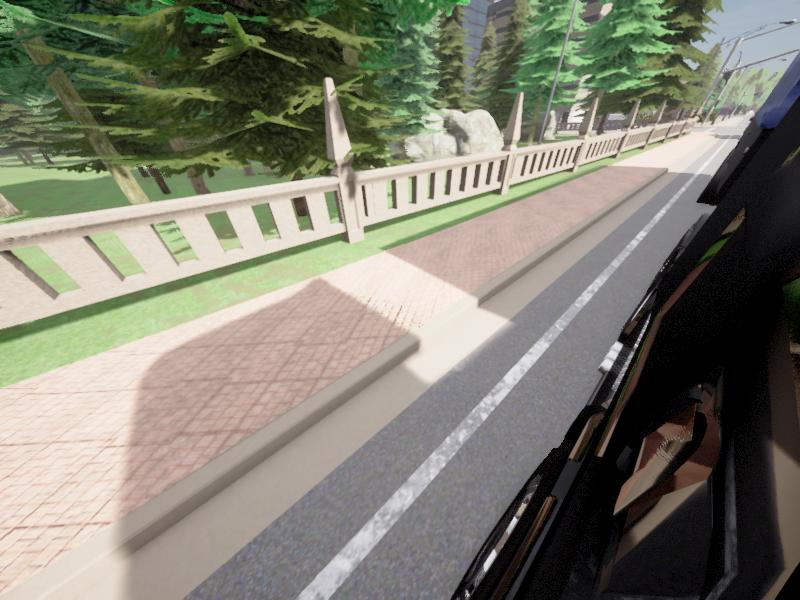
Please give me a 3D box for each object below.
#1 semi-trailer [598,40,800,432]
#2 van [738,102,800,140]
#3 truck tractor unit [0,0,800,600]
[{"bbox_3d":[8.688,-3.625,4.219,14.254,4.402,2.717,-28,44,-30],"label":"semi-trailer"},{"bbox_3d":[33.029,-15.902,20.562,6.366,2.431,2.351,-28,44,-30],"label":"van"},{"bbox_3d":[2.645,-0.295,0.351,6.516,4.208,3.053,-28,44,-30],"label":"truck tractor unit"}]
